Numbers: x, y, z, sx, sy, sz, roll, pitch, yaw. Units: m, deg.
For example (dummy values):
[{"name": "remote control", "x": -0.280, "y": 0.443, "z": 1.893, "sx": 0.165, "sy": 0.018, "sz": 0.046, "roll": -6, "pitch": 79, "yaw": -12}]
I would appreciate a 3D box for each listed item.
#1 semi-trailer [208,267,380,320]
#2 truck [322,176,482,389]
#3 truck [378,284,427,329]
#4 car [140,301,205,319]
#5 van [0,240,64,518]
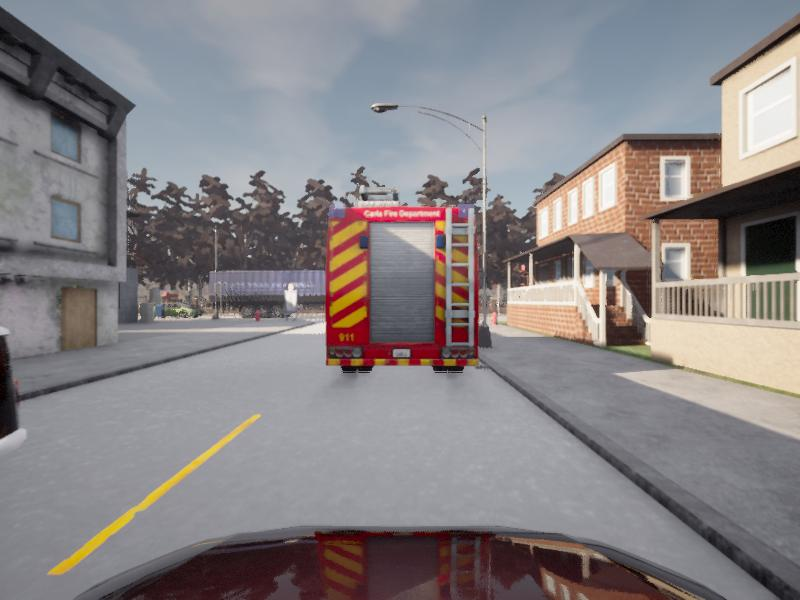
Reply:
[{"name": "semi-trailer", "x": -8.985, "y": -0.563, "z": 34.925, "sx": 14.254, "sy": 4.402, "sz": 2.717, "roll": 0, "pitch": 0, "yaw": 1}, {"name": "truck", "x": 0.100, "y": -0.303, "z": 11.441, "sx": 2.891, "sy": 3.827, "sz": 8.468, "roll": 0, "pitch": 0, "yaw": 1}, {"name": "truck", "x": 0.183, "y": 0.382, "z": 24.396, "sx": 2.627, "sy": 2.467, "sz": 5.204, "roll": 0, "pitch": -1, "yaw": 1}, {"name": "car", "x": -19.822, "y": 0.882, "z": 35.016, "sx": 4.514, "sy": 1.525, "sz": 2.007, "roll": 0, "pitch": 0, "yaw": 0}, {"name": "van", "x": -3.978, "y": 0.574, "z": 1.246, "sx": 2.069, "sy": 2.038, "sz": 4.480, "roll": 0, "pitch": 0, "yaw": 1}]
